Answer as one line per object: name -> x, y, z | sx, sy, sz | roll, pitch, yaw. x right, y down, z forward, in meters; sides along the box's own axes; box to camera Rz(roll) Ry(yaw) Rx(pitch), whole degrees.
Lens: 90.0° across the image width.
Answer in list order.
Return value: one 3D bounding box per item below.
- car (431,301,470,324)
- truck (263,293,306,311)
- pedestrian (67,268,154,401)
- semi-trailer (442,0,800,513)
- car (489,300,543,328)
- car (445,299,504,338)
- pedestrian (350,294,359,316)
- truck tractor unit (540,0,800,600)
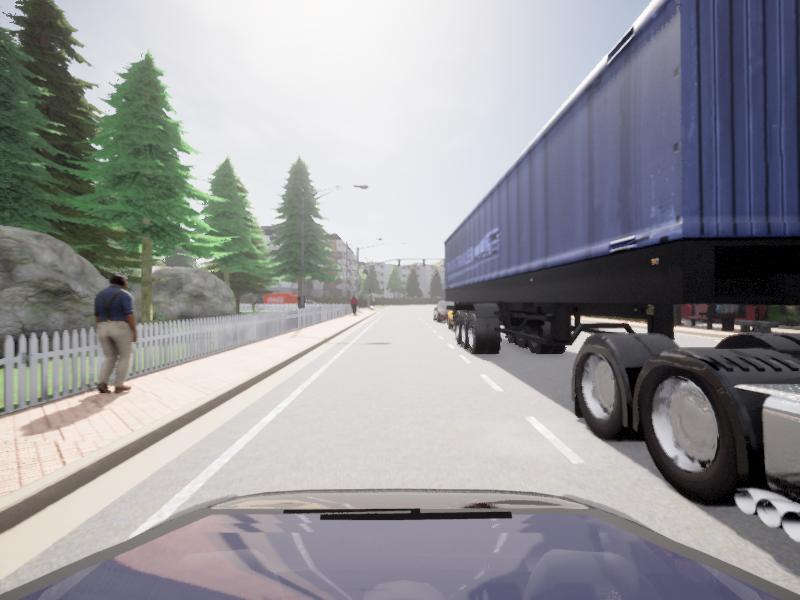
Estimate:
car -> 3.452, 0.819, 28.164 | 2.163, 1.488, 4.792 | 0, 0, 0
truck -> -15.766, 0.296, 54.842 | 5.204, 2.467, 2.627 | 0, 0, 1
pedestrian -> -4.266, 0.478, 5.947 | 0.751, 1.860, 0.751 | 0, 0, -1
semi-trailer -> 3.321, -0.639, 10.157 | 2.717, 4.402, 14.254 | -1, 0, -1
car -> 7.000, 0.795, 24.741 | 1.882, 1.535, 5.008 | 0, 0, -1
car -> 3.495, 0.792, 19.776 | 1.801, 1.575, 5.366 | 1, 1, -1
pedestrian -> -4.030, 0.447, 35.392 | 0.751, 1.860, 0.751 | 0, 0, 0
truck tractor unit -> 3.464, -0.526, 2.249 | 3.053, 4.208, 6.516 | 0, 0, 0
